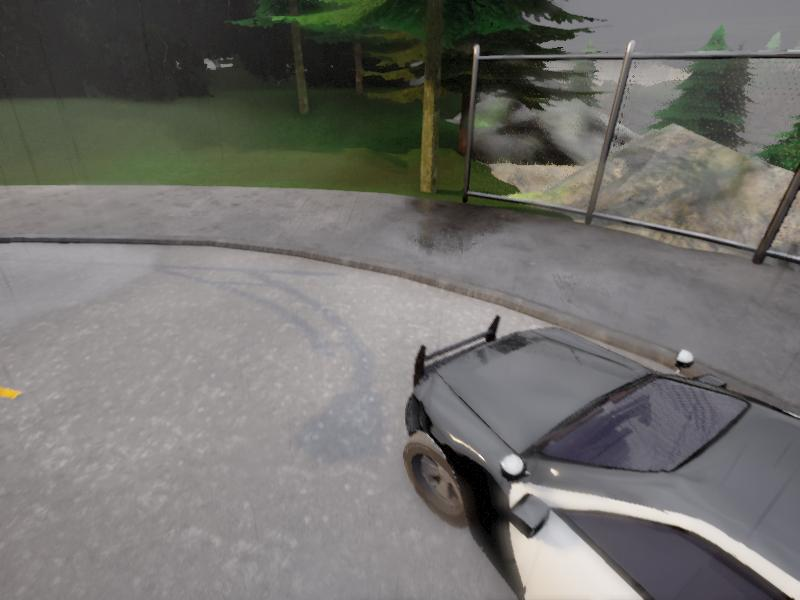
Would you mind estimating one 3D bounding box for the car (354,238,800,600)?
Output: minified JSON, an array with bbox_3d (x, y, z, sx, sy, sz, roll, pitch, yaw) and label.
[{"bbox_3d":[1.825,1.378,2.118,2.038,1.542,4.974,-18,34,-26],"label":"car"}]
